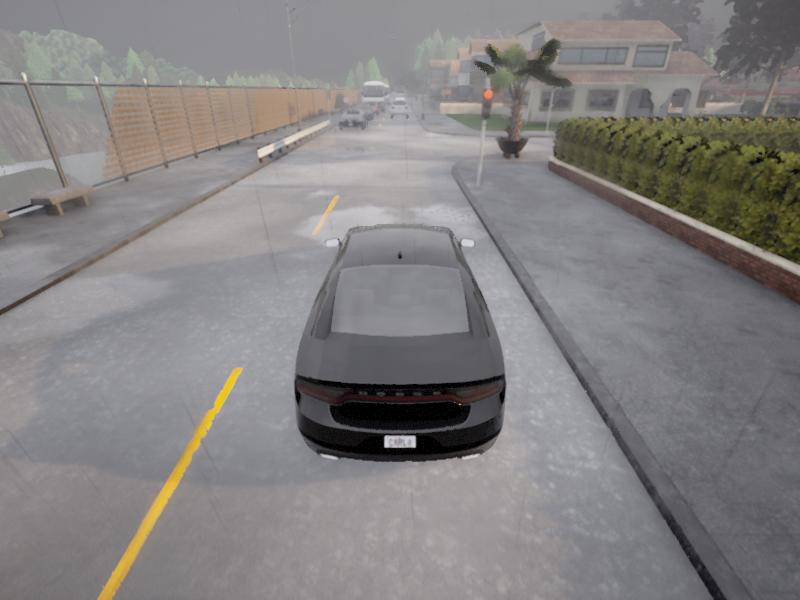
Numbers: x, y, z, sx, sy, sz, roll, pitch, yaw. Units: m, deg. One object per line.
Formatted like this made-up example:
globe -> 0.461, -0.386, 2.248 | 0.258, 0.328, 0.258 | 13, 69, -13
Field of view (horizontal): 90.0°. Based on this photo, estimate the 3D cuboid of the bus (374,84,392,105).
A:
bus -> -3.887, -48.923, 95.342 | 3.944, 4.253, 10.273 | 0, 28, 0

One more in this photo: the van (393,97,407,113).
van -> -0.005, -30.004, 61.582 | 2.069, 2.038, 4.480 | 0, 28, 0

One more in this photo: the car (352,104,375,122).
car -> -4.003, -20.981, 44.777 | 2.033, 1.649, 4.856 | 0, 28, 0

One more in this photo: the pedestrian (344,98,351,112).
pedestrian -> -7.837, -29.097, 59.762 | 0.751, 1.860, 0.751 | -11, 30, -20

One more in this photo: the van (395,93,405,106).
van -> -0.005, -45.734, 91.211 | 2.351, 2.431, 6.366 | 0, 28, 0

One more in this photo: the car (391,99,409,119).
car -> -0.013, -23.953, 50.002 | 2.150, 2.045, 5.566 | 0, 28, 0

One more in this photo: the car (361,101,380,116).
car -> -4.003, -26.345, 54.986 | 2.242, 1.667, 4.611 | 0, 27, 0

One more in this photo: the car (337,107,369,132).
car -> -4.004, -15.719, 34.726 | 2.152, 1.651, 5.027 | 0, 28, 0

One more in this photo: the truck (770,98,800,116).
truck -> 53.525, -25.706, 53.275 | 2.390, 2.098, 6.274 | 0, 28, 0

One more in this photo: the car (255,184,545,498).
car -> 0.001, -0.206, 5.167 | 1.882, 1.535, 5.008 | 0, 28, 0

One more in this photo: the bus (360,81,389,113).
bus -> -3.884, -32.693, 64.321 | 3.944, 4.253, 10.273 | 0, 28, 0
